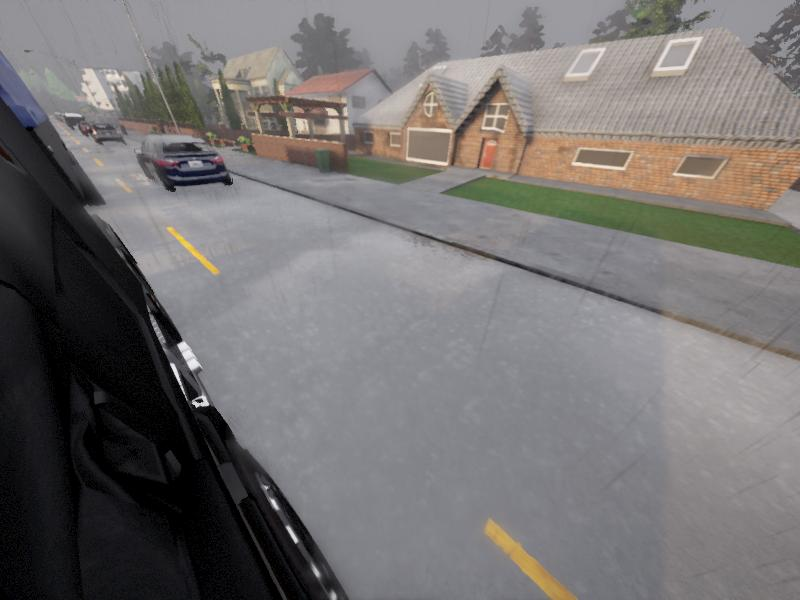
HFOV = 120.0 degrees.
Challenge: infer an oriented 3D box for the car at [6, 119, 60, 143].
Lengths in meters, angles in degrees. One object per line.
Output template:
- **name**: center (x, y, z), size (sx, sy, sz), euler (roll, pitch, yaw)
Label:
- **car**: center (-33.187, -15.398, 21.000), size (4.514, 1.525, 2.007), euler (28, 44, 30)

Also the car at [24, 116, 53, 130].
- **car**: center (-55.907, -27.459, 35.772), size (5.008, 1.535, 1.882), euler (28, 44, 30)

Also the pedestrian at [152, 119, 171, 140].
- **pedestrian**: center (-26.073, -18.685, 25.318), size (0.751, 1.860, 0.751), euler (-25, 45, -32)

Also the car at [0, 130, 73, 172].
- **car**: center (-18.432, -7.502, 11.449), size (4.181, 1.385, 1.994), euler (28, 44, 30)

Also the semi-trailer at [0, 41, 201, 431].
- **semi-trailer**: center (-8.686, -3.601, 4.257), size (14.254, 4.402, 2.717), euler (28, 44, 30)

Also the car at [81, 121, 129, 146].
- **car**: center (-26.908, -15.222, 21.066), size (3.988, 1.617, 1.851), euler (28, 44, 30)

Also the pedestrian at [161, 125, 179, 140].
- **pedestrian**: center (-25.547, -18.599, 25.702), size (0.751, 1.300, 0.751), euler (-3, 37, -7)

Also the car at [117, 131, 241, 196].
- **car**: center (-8.942, -5.708, 9.357), size (4.611, 1.667, 2.242), euler (28, 44, 30)

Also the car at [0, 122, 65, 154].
- **car**: center (-25.087, -11.097, 15.730), size (4.514, 1.525, 2.007), euler (28, 44, 30)

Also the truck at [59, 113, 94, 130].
- **truck**: center (-53.623, -29.604, 38.305), size (6.274, 2.098, 2.390), euler (28, 44, 30)

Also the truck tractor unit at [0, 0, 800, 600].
- **truck tractor unit**: center (-2.645, -0.295, 0.351), size (6.516, 4.208, 3.053), euler (28, 44, 30)
